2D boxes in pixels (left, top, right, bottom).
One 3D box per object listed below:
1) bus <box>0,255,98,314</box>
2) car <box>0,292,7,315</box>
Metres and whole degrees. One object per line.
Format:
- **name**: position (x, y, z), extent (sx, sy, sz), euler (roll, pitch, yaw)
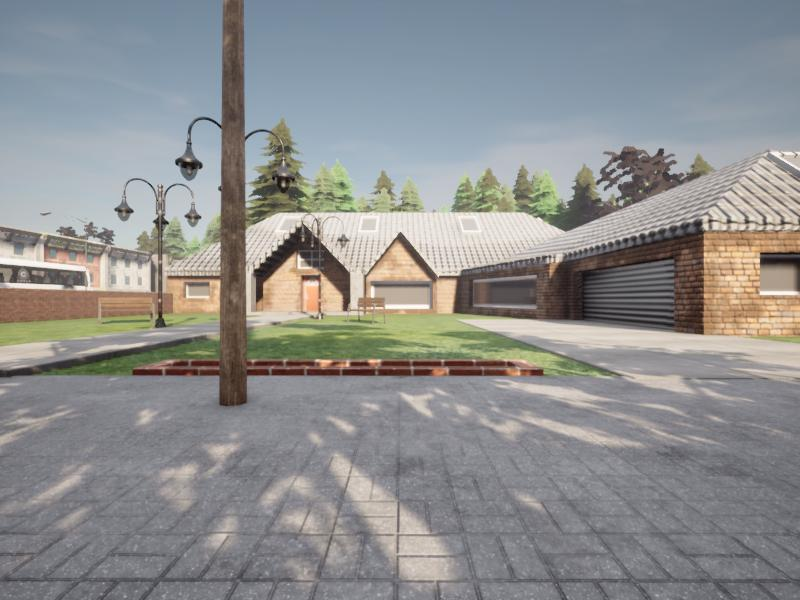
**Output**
- **bus**: position (-30.990, -1.134, 33.272), extent (3.944, 4.253, 10.273), euler (0, 0, 0)
- **car**: position (-27.154, 0.223, 24.141), extent (1.882, 1.535, 5.008), euler (0, 0, 0)
